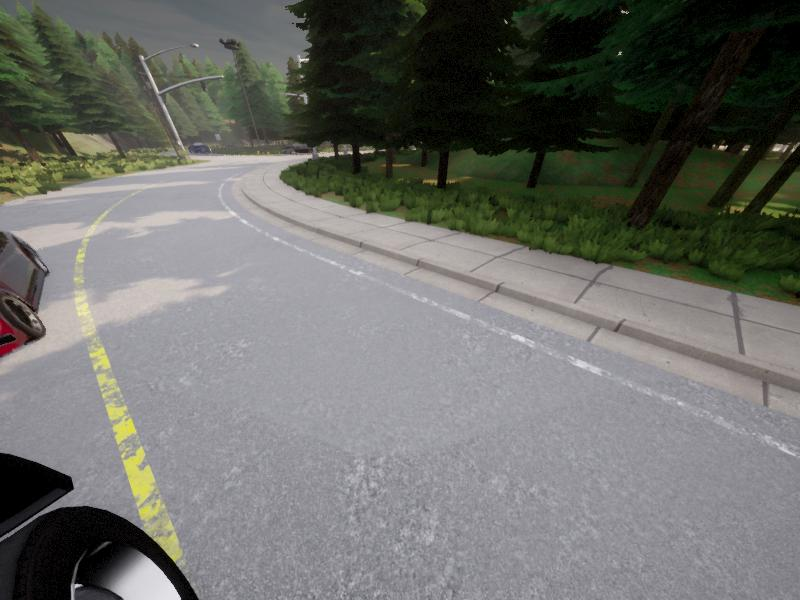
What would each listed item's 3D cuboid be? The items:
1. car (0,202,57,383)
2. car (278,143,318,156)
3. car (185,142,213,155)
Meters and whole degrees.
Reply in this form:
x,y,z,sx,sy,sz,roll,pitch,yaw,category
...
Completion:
x,y,z,sx,sy,sz,roll,pitch,yaw,category
-6.487,-0.130,2.867,4.181,1.385,1.994,27,43,32,car
-14.945,-22.264,34.095,2.128,1.511,4.902,25,42,30,car
-31.502,-23.769,36.141,5.008,1.535,1.882,28,44,34,car
